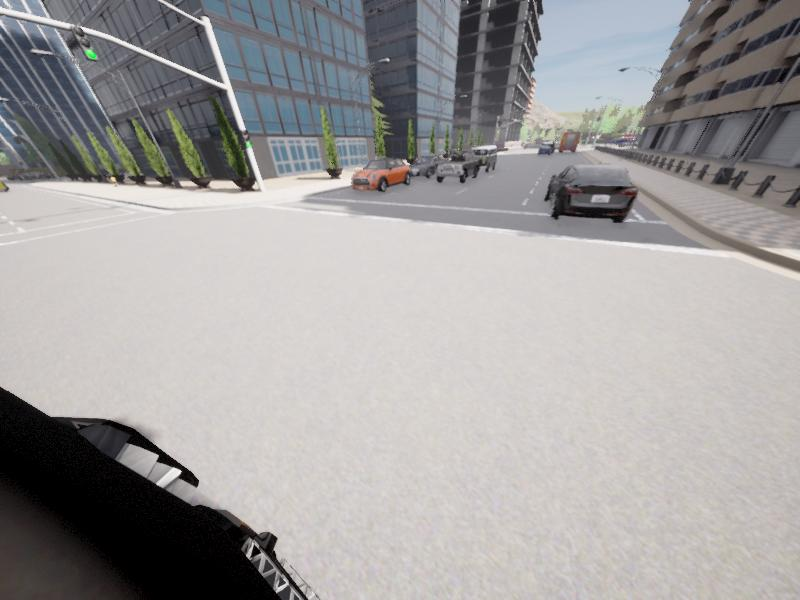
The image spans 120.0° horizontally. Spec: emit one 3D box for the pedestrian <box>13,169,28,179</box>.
[{"bbox_3d":[-79.850,-26.495,48.627,0.751,1.860,0.751,14,37,25],"label":"pedestrian"}]

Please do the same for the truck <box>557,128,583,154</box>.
[{"bbox_3d":[34.137,-32.060,46.626,2.891,3.827,8.468,16,38,26],"label":"truck"}]

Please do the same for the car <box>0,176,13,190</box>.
[{"bbox_3d":[-51.352,-14.651,28.993,4.514,1.525,2.007,16,38,26],"label":"car"}]

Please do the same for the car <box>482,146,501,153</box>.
[{"bbox_3d":[27.022,-44.383,68.215,4.674,1.442,1.812,16,38,26],"label":"car"}]

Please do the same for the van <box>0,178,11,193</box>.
[{"bbox_3d":[-46.163,-13.172,25.916,4.442,1.987,1.775,18,39,29],"label":"van"}]

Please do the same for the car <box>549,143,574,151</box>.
[{"bbox_3d":[42.190,-40.202,60.531,4.974,1.542,2.038,16,38,26],"label":"car"}]

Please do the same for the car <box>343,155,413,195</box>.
[{"bbox_3d":[-1.176,-8.149,14.828,2.097,1.767,4.553,16,38,27],"label":"car"}]

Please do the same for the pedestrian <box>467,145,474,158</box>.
[{"bbox_3d":[13.116,-27.512,42.816,0.751,1.860,0.751,19,39,30],"label":"pedestrian"}]

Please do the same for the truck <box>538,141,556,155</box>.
[{"bbox_3d":[29.535,-30.566,46.285,2.390,2.098,6.274,16,38,26],"label":"truck"}]

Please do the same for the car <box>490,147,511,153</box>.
[{"bbox_3d":[27.994,-41.838,64.391,4.718,1.301,1.895,16,38,26],"label":"car"}]

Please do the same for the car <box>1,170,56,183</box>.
[{"bbox_3d":[-71.112,-23.811,44.380,5.238,1.638,1.930,-24,39,-29],"label":"car"}]

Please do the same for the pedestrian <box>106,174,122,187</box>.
[{"bbox_3d":[-28.814,-12.024,23.299,0.500,1.100,0.500,15,37,25],"label":"pedestrian"}]

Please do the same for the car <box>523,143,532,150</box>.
[{"bbox_3d":[44.122,-53.175,79.811,2.097,1.767,4.553,15,38,26],"label":"car"}]

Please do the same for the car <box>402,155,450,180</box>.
[{"bbox_3d":[2.357,-11.444,19.828,2.128,1.511,4.902,16,38,26],"label":"car"}]

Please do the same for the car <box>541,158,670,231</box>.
[{"bbox_3d":[6.487,-3.938,8.103,2.163,1.488,4.792,12,36,22],"label":"car"}]

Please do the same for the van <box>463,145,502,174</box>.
[{"bbox_3d":[7.660,-13.037,21.355,2.069,2.038,4.480,16,38,26],"label":"van"}]

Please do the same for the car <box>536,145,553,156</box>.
[{"bbox_3d":[25.615,-26.493,40.901,1.882,1.535,5.008,16,38,26],"label":"car"}]

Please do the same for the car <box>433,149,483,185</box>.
[{"bbox_3d":[4.232,-9.631,16.585,1.932,1.855,4.605,16,38,26],"label":"car"}]

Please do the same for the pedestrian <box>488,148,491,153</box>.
[{"bbox_3d":[23.130,-38.600,59.606,0.500,1.100,0.500,9,35,17],"label":"pedestrian"}]
